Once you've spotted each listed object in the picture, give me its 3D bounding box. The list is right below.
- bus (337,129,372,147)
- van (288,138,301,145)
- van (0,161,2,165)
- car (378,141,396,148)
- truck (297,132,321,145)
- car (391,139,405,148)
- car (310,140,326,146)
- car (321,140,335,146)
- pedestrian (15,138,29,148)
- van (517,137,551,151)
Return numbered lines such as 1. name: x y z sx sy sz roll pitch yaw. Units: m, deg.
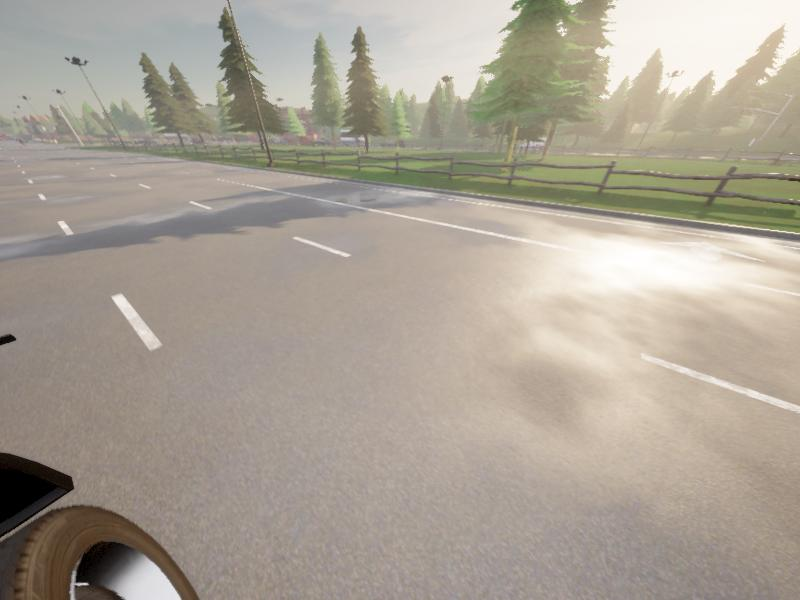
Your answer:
1. bus: -13.826 -49.499 70.616 10.273 4.253 3.944 22 41 28
2. van: -37.219 -55.780 81.323 4.442 1.987 1.775 22 41 28
3. van: -39.188 -13.630 21.243 4.442 1.987 1.775 23 41 27
4. car: -3.713 -44.240 65.759 5.027 1.651 2.152 22 41 28
5. truck: -32.156 -56.926 81.399 8.468 3.827 2.891 22 41 28
6. car: -0.601 -45.644 67.328 3.866 1.878 1.905 22 41 28
7. car: -26.767 -51.297 75.455 4.892 1.490 1.837 22 41 28
8. car: -24.091 -52.640 77.438 4.514 1.525 2.007 22 41 28
9. pedestrian: -82.064 -34.192 50.215 0.751 1.860 0.751 26 42 31
10. van: 30.514 -35.645 52.753 5.915 2.561 1.988 22 41 28
